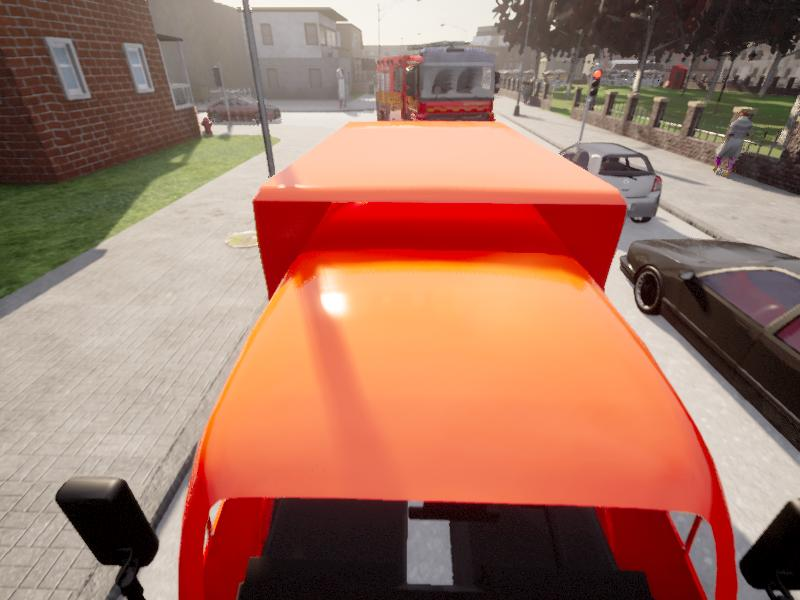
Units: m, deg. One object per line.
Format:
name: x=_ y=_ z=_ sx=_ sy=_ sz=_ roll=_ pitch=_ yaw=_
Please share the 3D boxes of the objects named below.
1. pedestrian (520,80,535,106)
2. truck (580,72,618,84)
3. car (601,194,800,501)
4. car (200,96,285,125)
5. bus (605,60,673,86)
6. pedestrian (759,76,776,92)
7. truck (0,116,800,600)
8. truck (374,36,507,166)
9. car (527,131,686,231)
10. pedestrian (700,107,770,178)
pedestrian: x=10.675 y=-17.386 z=33.635 sx=0.751 sy=1.860 sz=0.751 roll=1 pitch=30 yaw=1
truck: x=41.307 y=-46.143 z=83.098 sx=6.274 sy=2.098 sz=2.390 roll=1 pitch=30 yaw=1
car: x=4.283 y=0.410 z=3.925 sx=2.033 sy=1.411 sz=5.357 roll=1 pitch=30 yaw=1
car: x=-9.496 y=-11.583 z=24.414 sx=4.181 sy=1.385 sz=1.994 roll=1 pitch=30 yaw=1
bus: x=46.868 y=-44.865 z=78.988 sx=10.273 sy=4.253 sz=3.944 roll=10 pitch=32 yaw=16
pedestrian: x=47.906 y=-28.150 z=52.115 sx=0.751 sy=1.860 sz=0.751 roll=2 pitch=30 yaw=3
truck: x=0.225 y=0.066 z=3.437 sx=2.627 sy=2.467 sz=5.204 roll=1 pitch=30 yaw=2
truck: x=1.084 y=-8.642 z=16.978 sx=2.891 sy=3.827 sz=8.468 roll=-6 pitch=31 yaw=-11
car: x=4.605 y=-3.034 z=9.677 sx=1.845 sy=1.501 sz=3.633 roll=0 pitch=30 yaw=0
pedestrian: x=9.864 y=-4.651 z=11.870 sx=0.751 sy=1.860 sz=0.751 roll=1 pitch=30 yaw=1
